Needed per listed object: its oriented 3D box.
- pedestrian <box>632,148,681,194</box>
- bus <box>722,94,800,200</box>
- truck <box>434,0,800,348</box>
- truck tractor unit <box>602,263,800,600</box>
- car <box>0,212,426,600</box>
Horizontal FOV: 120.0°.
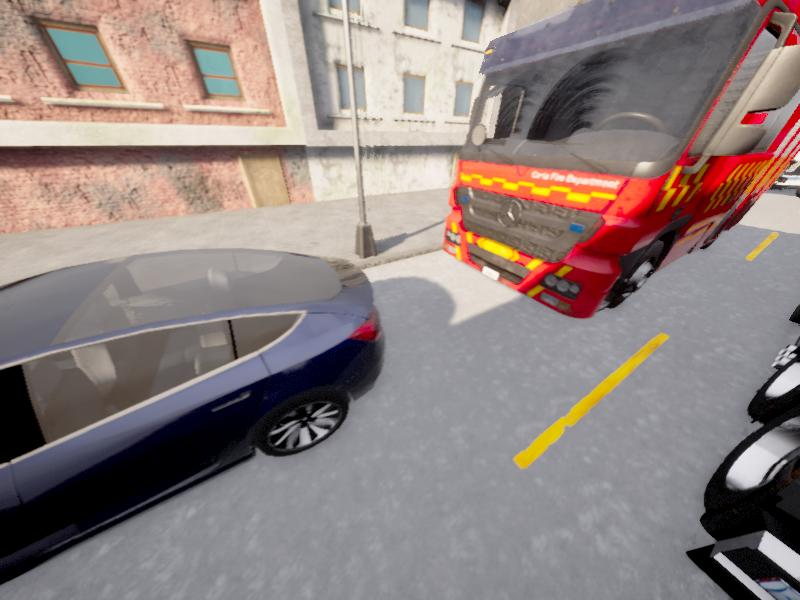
[{"bbox_3d":[12.400,-6.237,11.225,0.751,1.860,0.751,-21,40,-28],"label":"pedestrian"},{"bbox_3d":[23.495,-6.362,9.628,10.273,4.253,3.944,17,37,23],"label":"bus"},{"bbox_3d":[5.156,-2.852,4.802,8.468,3.827,2.891,-18,39,-25],"label":"truck"},{"bbox_3d":[5.109,-0.303,0.784,6.516,4.208,3.053,-18,39,-24],"label":"truck tractor unit"},{"bbox_3d":[-2.447,0.646,1.759,4.792,1.488,2.163,-18,39,-24],"label":"car"}]
